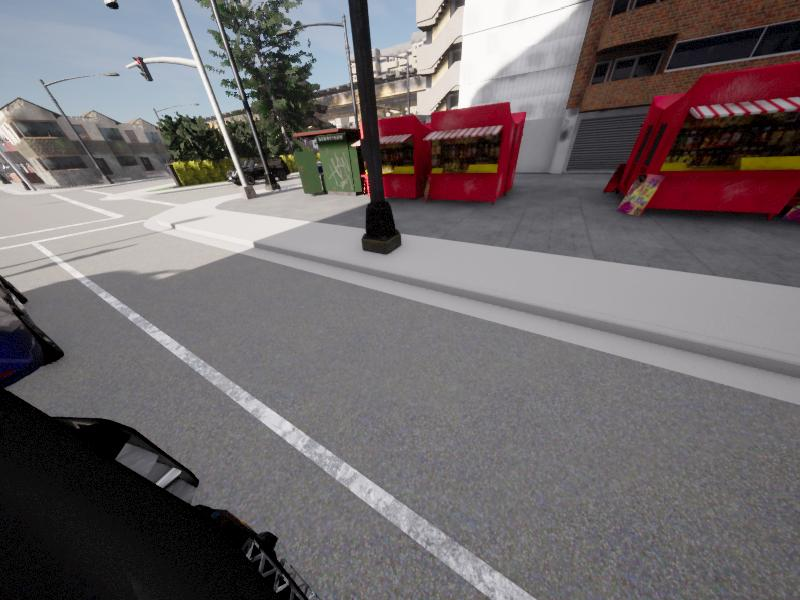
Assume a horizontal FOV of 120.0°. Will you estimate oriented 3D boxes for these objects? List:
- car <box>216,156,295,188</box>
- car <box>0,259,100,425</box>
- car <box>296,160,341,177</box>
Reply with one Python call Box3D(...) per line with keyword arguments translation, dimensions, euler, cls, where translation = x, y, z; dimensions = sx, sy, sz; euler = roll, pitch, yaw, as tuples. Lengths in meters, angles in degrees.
Box3D(translation=(-13.017, -11.962, 21.371), dimensions=(2.150, 2.045, 5.566), euler=(15, 38, 27), cls="car")
Box3D(translation=(-6.372, 0.266, 2.730), dimensions=(4.792, 1.488, 2.163), euler=(15, 38, 26), cls="car")
Box3D(translation=(-9.317, -15.288, 26.771), dimensions=(1.895, 1.301, 4.718), euler=(15, 38, 27), cls="car")
